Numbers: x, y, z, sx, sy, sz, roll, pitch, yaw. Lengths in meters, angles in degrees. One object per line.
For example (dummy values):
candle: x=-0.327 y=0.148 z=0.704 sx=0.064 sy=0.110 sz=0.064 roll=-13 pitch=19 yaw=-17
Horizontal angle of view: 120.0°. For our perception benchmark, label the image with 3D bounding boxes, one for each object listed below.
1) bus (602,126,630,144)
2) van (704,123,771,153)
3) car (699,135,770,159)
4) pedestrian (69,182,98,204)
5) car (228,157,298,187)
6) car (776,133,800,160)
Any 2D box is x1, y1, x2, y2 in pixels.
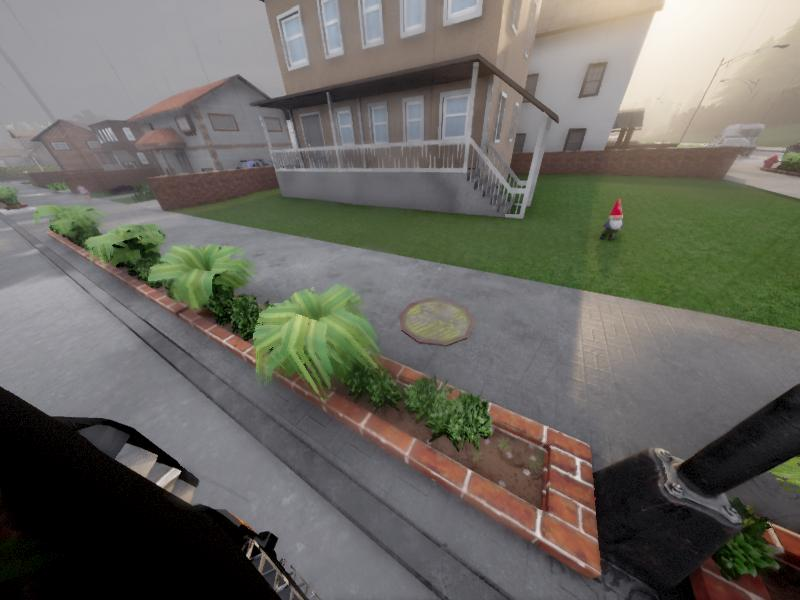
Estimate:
bus: x=67.006 y=-51.184 z=71.861 sx=3.944 sy=4.253 sz=10.273 roll=16 pitch=38 yaw=26
van: x=39.774 y=-19.267 z=27.544 sx=1.988 sy=2.561 sz=5.915 roll=16 pitch=38 yaw=26
car: x=31.060 y=-14.404 z=21.716 sx=1.930 sy=1.638 sz=5.238 roll=17 pitch=38 yaw=27
pedestrian: x=-18.706 y=-6.334 z=13.659 sx=0.500 sy=1.100 sz=0.500 roll=16 pitch=38 yaw=26
car: x=-9.564 y=-9.194 z=16.470 sx=1.845 sy=1.501 sz=3.633 roll=16 pitch=38 yaw=26
car: x=32.281 y=-11.676 z=17.540 sx=2.033 sy=1.649 sz=4.856 roll=18 pitch=39 yaw=28
